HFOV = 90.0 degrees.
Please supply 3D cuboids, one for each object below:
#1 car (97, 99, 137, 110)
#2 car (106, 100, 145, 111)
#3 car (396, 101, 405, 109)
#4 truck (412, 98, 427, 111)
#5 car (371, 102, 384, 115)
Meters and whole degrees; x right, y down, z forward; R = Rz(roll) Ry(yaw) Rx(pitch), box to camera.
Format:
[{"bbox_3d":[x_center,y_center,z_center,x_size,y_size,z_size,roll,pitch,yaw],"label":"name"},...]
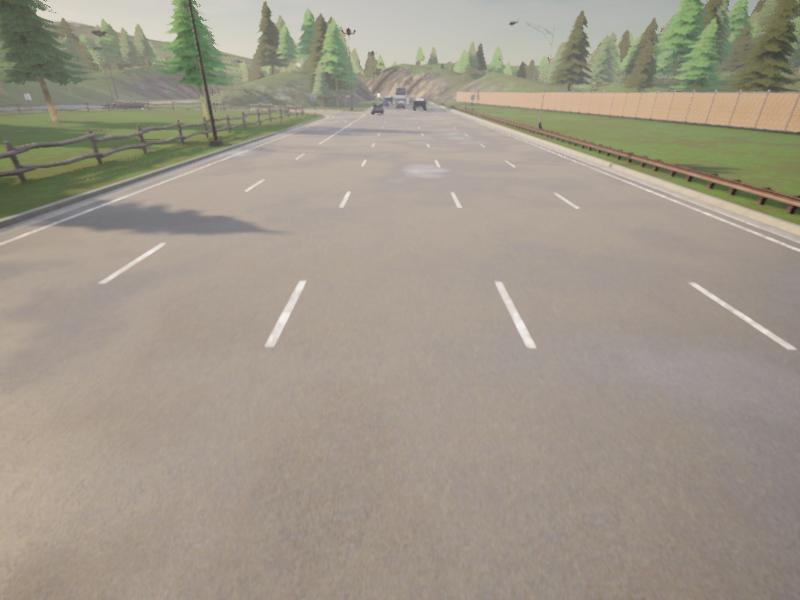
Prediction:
[{"bbox_3d":[-48.806,-33.789,69.089,5.366,1.575,1.801,-14,31,-26],"label":"car"},{"bbox_3d":[-46.018,-32.710,67.280,5.027,1.651,2.152,-13,30,-25],"label":"car"},{"bbox_3d":[0.154,-40.289,82.512,1.812,1.442,4.674,0,27,0],"label":"car"},{"bbox_3d":[3.644,-36.982,75.494,2.390,2.098,6.274,0,27,0],"label":"truck"},{"bbox_3d":[-3.380,-29.316,61.165,1.851,1.617,3.988,0,27,0],"label":"car"}]
